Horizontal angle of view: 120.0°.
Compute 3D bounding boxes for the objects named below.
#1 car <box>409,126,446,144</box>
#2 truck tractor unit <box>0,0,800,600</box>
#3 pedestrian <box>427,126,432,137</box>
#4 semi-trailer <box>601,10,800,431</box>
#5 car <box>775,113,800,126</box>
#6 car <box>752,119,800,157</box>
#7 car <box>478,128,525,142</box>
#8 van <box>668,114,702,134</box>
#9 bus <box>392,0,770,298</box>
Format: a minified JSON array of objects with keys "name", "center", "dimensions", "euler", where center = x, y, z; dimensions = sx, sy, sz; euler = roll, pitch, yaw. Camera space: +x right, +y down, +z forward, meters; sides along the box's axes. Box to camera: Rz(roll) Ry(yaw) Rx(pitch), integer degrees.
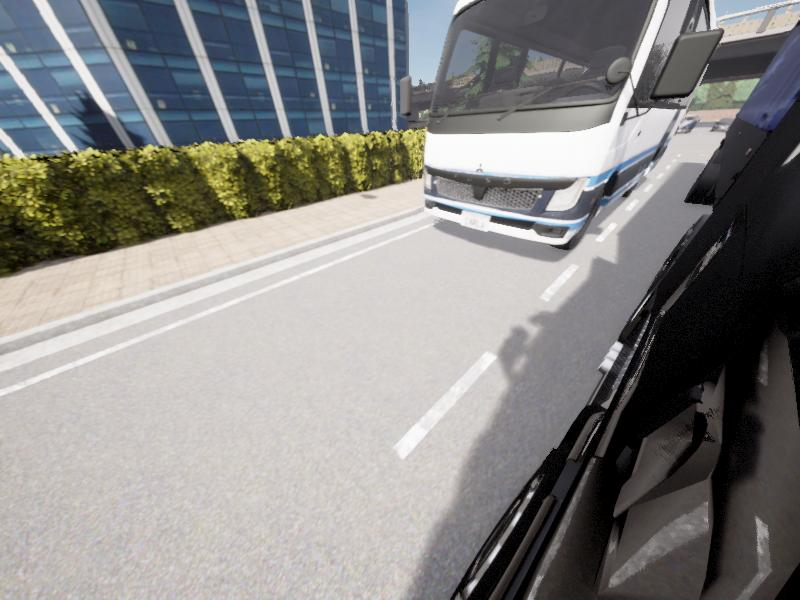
[{"name":"car","center":[4.161,-25.411,35.546],"dimensions":[2.150,2.045,5.566],"euler":[-30,45,-32]},{"name":"truck tractor unit","center":[2.645,-0.295,0.352],"dimensions":[6.516,4.208,3.053],"euler":[-28,44,-30]},{"name":"pedestrian","center":[6.383,-36.902,50.618],"dimensions":[0.751,1.860,0.751],"euler":[29,47,35]},{"name":"semi-trailer","center":[8.548,-3.712,4.359],"dimensions":[14.254,4.402,2.717],"euler":[-30,44,-31]},{"name":"car","center":[61.992,-28.629,36.603],"dimensions":[4.181,1.385,1.994],"euler":[-30,45,-32]},{"name":"car","center":[23.965,-9.689,13.703],"dimensions":[2.038,1.542,4.974],"euler":[23,44,31]},{"name":"car","center":[13.635,-22.405,31.440],"dimensions":[2.033,1.411,5.357],"euler":[-30,45,-32]},{"name":"van","center":[37.822,-23.321,30.635],"dimensions":[4.442,1.987,1.775],"euler":[-28,44,-30]},{"name":"bus","center":[5.050,-4.772,6.157],"dimensions":[10.273,4.253,3.944],"euler":[-30,45,-32]}]
